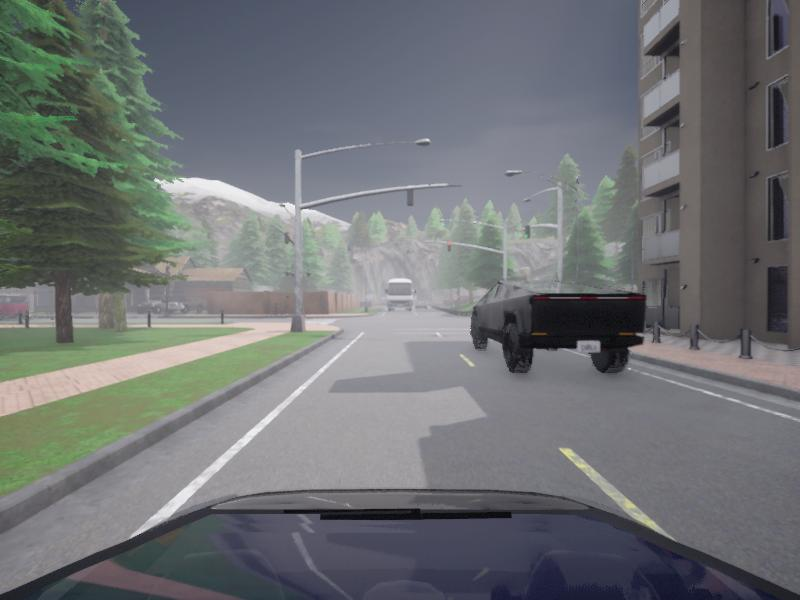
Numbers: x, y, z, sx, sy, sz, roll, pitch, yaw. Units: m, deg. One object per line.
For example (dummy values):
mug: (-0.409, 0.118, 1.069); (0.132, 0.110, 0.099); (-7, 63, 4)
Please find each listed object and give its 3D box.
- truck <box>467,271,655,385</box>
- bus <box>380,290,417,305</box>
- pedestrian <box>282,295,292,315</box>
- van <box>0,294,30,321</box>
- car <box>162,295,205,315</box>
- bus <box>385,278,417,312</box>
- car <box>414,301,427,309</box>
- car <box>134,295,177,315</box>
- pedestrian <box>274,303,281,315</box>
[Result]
truck: (3.499, 0.525, 10.510); (2.390, 2.098, 6.274); (0, 0, 0)
bus: (-0.520, -0.671, 112.088); (10.273, 4.253, 3.944); (0, 0, -1)
pedestrian: (-10.549, 0.425, 37.277); (0.751, 1.860, 0.751); (0, 0, -2)
van: (-31.186, 0.544, 30.420); (4.442, 1.987, 1.775); (0, 0, -1)
car: (-21.524, 0.448, 39.958); (1.932, 1.855, 4.605); (0, 0, -1)
bus: (0.114, -0.607, 53.896); (3.944, 4.253, 10.273); (0, 0, 0)
car: (3.491, 0.851, 67.878); (1.895, 1.301, 4.718); (0, 0, 0)
car: (-24.029, 0.451, 39.511); (1.905, 1.878, 3.866); (0, 0, -1)
pedestrian: (-11.123, 0.806, 36.310); (0.500, 1.100, 0.500); (0, 0, -28)
